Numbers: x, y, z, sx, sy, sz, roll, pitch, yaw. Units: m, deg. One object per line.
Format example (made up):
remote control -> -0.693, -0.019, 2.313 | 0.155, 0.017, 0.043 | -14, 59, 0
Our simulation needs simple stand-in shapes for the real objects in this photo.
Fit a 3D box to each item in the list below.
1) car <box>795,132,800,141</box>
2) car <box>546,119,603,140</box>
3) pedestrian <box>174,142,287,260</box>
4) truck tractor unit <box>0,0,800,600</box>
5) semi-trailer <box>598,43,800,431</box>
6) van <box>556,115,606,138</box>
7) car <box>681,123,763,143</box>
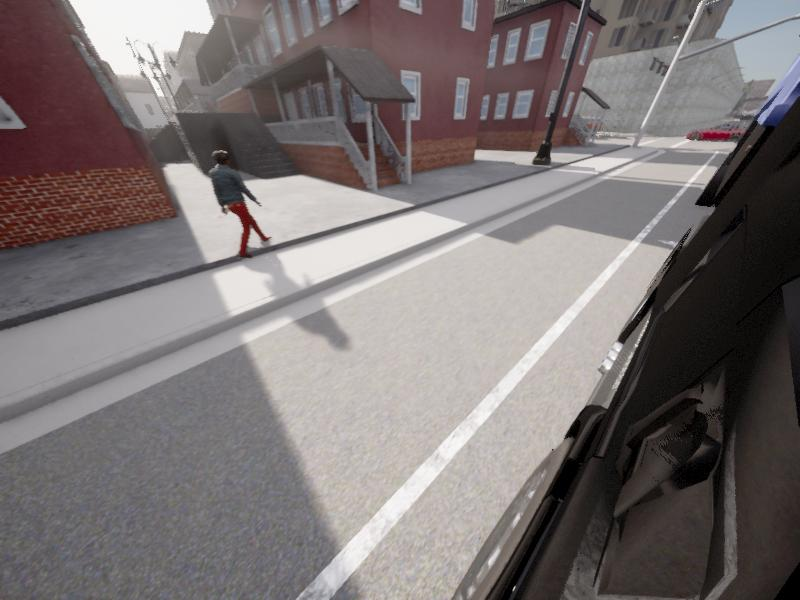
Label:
car -> 38.267, -15.346, 20.757 | 4.974, 1.542, 2.038 | -28, 44, -30
car -> 21.094, -20.819, 28.140 | 2.033, 1.649, 4.856 | -28, 49, -30
pedestrian -> -2.969, -1.782, 4.294 | 0.751, 1.860, 0.751 | 7, 38, 12
truck tractor unit -> 2.645, -0.295, 0.352 | 6.516, 4.208, 3.053 | -28, 44, -30
semi-trailer -> 8.702, -3.586, 4.246 | 14.254, 4.402, 2.717 | -28, 44, -30
van -> 23.499, -22.765, 30.231 | 1.775, 1.987, 4.442 | -30, 50, -31
car -> 31.093, -16.250, 22.475 | 1.994, 1.385, 4.181 | -19, 40, -21
